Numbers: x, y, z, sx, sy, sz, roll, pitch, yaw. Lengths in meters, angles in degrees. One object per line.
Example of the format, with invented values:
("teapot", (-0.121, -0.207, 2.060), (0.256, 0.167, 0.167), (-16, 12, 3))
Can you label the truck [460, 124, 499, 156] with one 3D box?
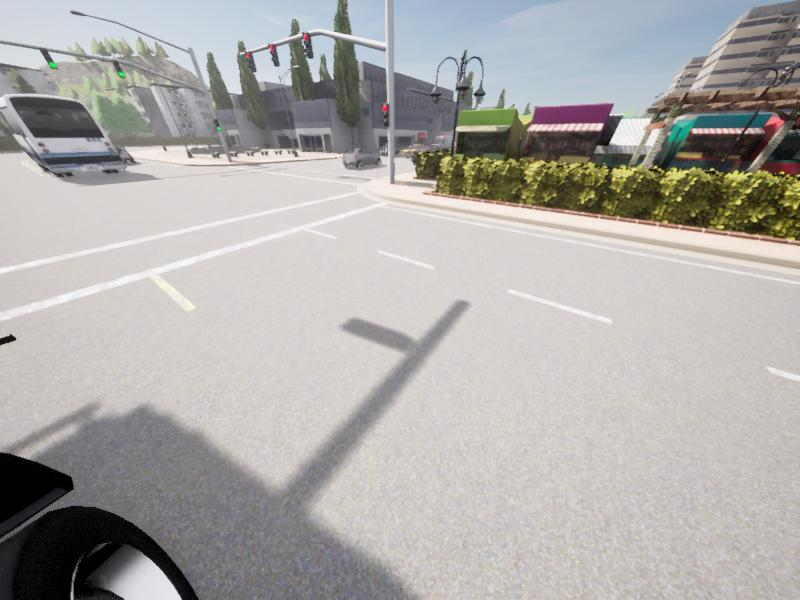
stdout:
("truck", (13.094, -26.113, 37.749), (2.891, 3.827, 8.468), (21, 40, 27))

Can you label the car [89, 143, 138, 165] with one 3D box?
("car", (-27.874, -14.236, 22.498), (3.988, 1.617, 1.851), (21, 40, 27))

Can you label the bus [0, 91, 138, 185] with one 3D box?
("bus", (-23.999, -11.307, 16.101), (10.273, 4.253, 3.944), (22, 41, 26))

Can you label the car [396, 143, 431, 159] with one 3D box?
("car", (1.920, -19.976, 30.901), (1.801, 1.575, 5.366), (25, 42, 31))

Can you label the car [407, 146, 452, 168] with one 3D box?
("car", (2.985, -14.165, 22.722), (2.128, 1.511, 4.902), (23, 41, 29))

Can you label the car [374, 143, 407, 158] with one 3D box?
("car", (-1.262, -20.838, 32.146), (2.007, 1.525, 4.514), (25, 42, 30))

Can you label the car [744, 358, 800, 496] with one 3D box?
("car", (5.154, 1.705, 0.123), (5.027, 1.651, 2.152), (22, 41, 28))

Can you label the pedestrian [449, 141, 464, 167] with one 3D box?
("pedestrian", (4.909, -12.685, 20.028), (0.751, 1.860, 0.751), (22, 40, 27))

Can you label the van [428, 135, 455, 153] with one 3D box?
("van", (7.599, -28.343, 41.986), (1.988, 2.561, 5.915), (23, 41, 29))

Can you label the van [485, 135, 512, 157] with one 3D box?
("van", (15.297, -23.827, 35.638), (1.988, 2.561, 5.915), (21, 40, 27))

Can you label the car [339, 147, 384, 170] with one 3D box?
("car", (-3.312, -12.677, 20.548), (1.845, 1.501, 3.633), (23, 41, 29))
